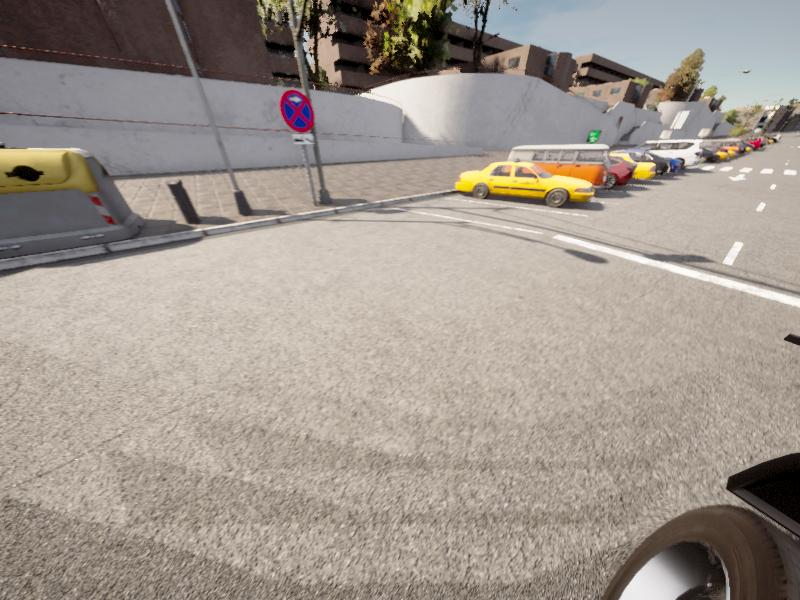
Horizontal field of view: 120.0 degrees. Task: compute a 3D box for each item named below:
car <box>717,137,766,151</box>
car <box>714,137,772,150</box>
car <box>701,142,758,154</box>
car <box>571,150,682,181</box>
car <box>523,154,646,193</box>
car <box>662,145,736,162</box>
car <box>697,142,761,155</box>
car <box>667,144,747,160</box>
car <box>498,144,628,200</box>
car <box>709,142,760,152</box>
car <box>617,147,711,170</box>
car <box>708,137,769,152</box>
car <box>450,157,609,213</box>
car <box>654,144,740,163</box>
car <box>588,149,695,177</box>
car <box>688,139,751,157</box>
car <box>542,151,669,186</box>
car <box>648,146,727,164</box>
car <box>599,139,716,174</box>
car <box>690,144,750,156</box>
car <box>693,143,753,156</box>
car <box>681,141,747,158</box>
[{"bbox_3d":[63.649,-29.167,43.253,4.442,1.987,1.878,21,40,29],"label":"car"},{"bbox_3d":[66.017,-30.233,44.662,5.566,2.045,2.435,21,40,29],"label":"car"},{"bbox_3d":[53.810,-24.934,37.900,4.792,1.488,2.163,21,40,29],"label":"car"},{"bbox_3d":[14.719,-9.134,15.498,4.892,1.521,2.231,21,40,29],"label":"car"},{"bbox_3d":[9.808,-7.128,12.742,4.792,1.488,2.163,21,40,29],"label":"car"},{"bbox_3d":[34.217,-17.025,26.729,4.792,1.488,2.163,21,40,29],"label":"car"},{"bbox_3d":[51.497,-23.911,36.418,5.366,1.575,1.946,21,40,29],"label":"car"},{"bbox_3d":[36.838,-17.967,28.016,5.366,1.575,1.946,21,39,29],"label":"car"},{"bbox_3d":[7.486,-6.299,11.139,4.442,1.987,1.878,21,40,29],"label":"car"},{"bbox_3d":[58.672,-26.951,40.689,4.674,1.452,2.002,21,41,29],"label":"car"},{"bbox_3d":[22.036,-12.121,19.700,4.892,1.521,2.231,21,40,29],"label":"car"},{"bbox_3d":[61.081,-28.212,41.922,5.566,2.045,2.435,21,41,29],"label":"car"},{"bbox_3d":[5.105,-5.096,9.839,5.366,1.575,1.946,21,40,29],"label":"car"},{"bbox_3d":[31.954,-16.006,25.206,5.366,1.575,1.946,21,40,29],"label":"car"},{"bbox_3d":[17.155,-10.136,16.902,5.008,1.535,2.097,21,40,29],"label":"car"},{"bbox_3d":[44.112,-21.130,32.140,4.442,1.987,1.878,21,39,29],"label":"car"},{"bbox_3d":[12.121,-8.202,14.193,5.366,1.575,1.946,21,40,29],"label":"car"},{"bbox_3d":[29.362,-15.042,23.911,4.674,1.452,2.002,21,40,29],"label":"car"},{"bbox_3d":[19.567,-11.341,18.162,5.566,2.045,2.435,21,40,29],"label":"car"},{"bbox_3d":[46.457,-21.933,33.733,4.674,1.452,2.002,21,40,29],"label":"car"},{"bbox_3d":[48.871,-22.945,35.140,4.792,1.488,2.163,21,40,29],"label":"car"},{"bbox_3d":[41.591,-20.082,30.827,4.553,1.767,2.185,21,40,29],"label":"car"}]
